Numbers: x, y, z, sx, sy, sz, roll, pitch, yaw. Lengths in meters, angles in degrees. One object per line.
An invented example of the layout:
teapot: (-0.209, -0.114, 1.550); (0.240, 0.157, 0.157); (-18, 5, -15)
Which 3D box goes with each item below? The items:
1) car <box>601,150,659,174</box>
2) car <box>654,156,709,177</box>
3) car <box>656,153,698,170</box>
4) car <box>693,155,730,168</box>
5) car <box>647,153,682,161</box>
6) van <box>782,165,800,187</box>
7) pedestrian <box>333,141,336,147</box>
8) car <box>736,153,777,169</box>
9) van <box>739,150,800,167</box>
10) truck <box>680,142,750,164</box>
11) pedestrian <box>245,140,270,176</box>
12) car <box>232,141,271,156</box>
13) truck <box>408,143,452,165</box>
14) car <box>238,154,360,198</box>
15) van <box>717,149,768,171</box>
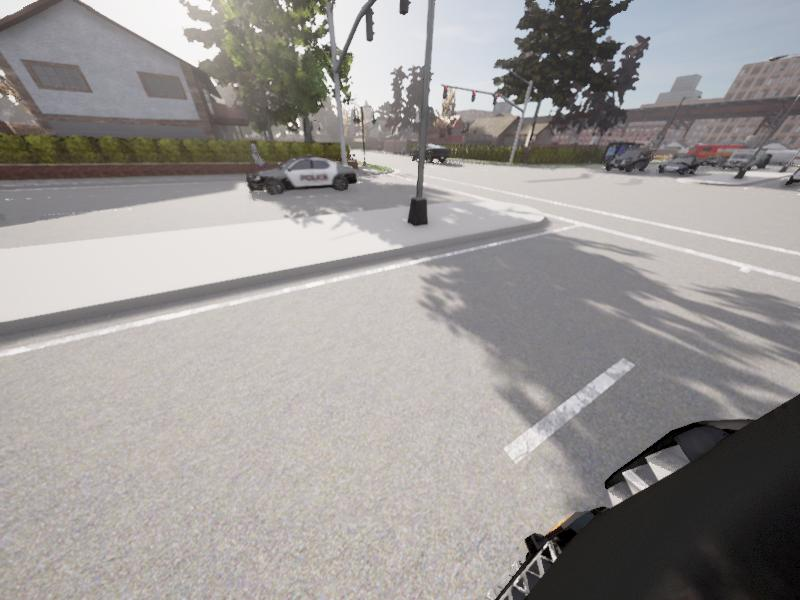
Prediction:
car: (25.268, -15.249, 25.393); (5.566, 2.045, 2.150); (-17, 38, -25)
car: (29.326, -14.001, 24.092); (4.856, 1.649, 2.033); (-16, 38, -24)
car: (37.373, -18.739, 31.167); (4.605, 1.855, 1.932); (-17, 38, -24)
car: (50.280, -22.381, 37.298); (5.027, 1.651, 2.152); (-16, 38, -25)
car: (66.046, -35.824, 57.787); (1.801, 1.575, 5.366); (-16, 38, -24)
van: (33.757, -10.510, 18.318); (5.915, 2.561, 1.988); (-17, 38, -24)
pedestrian: (-24.705, -59.117, 87.583); (0.751, 1.860, 0.751); (-10, 36, -17)
car: (57.735, -22.502, 37.389); (5.566, 2.045, 2.150); (-16, 38, -24)
van: (73.689, -28.328, 46.130); (1.988, 2.561, 5.915); (-16, 38, -24)
truck: (72.506, -34.167, 53.568); (2.891, 3.827, 8.468); (-16, 38, -24)
pedestrian: (-9.050, -9.052, 14.735); (0.751, 1.860, 0.751); (-25, 42, -33)
car: (-18.891, -19.295, 29.470); (3.806, 1.475, 1.970); (-16, 38, -24)
truck: (3.776, -19.598, 30.884); (2.390, 2.098, 6.274); (-17, 38, -25)
car: (-4.749, -6.208, 11.324); (4.974, 1.542, 2.038); (-17, 38, -24)
van: (49.579, -20.279, 33.442); (6.366, 2.431, 2.351); (-16, 38, -24)
